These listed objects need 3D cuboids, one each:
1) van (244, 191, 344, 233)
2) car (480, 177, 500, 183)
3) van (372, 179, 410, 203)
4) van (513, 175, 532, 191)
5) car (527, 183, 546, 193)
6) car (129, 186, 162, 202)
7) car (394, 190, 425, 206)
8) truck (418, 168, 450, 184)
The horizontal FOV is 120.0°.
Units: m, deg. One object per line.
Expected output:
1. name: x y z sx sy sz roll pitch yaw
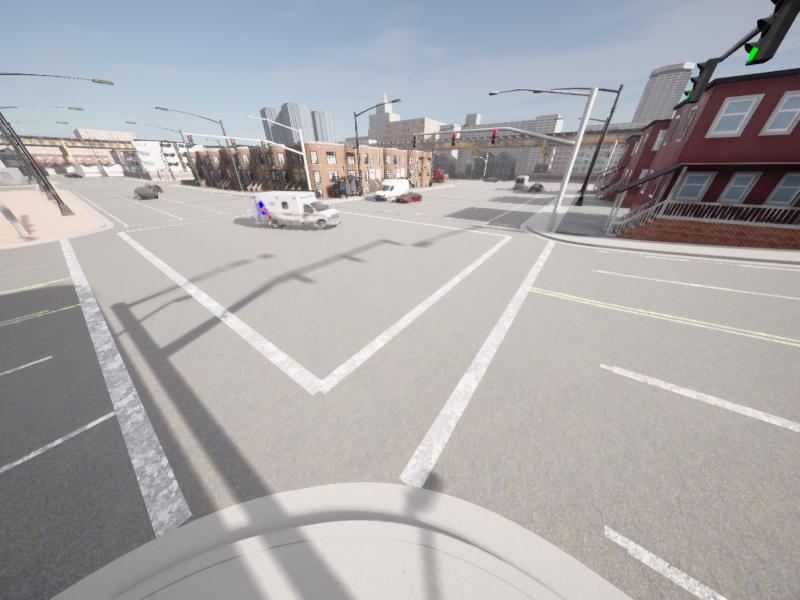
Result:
1. van: -7.849 -6.767 17.593 6.366 2.431 2.351 6 31 11
2. car: 26.384 -35.378 68.063 4.902 1.511 2.128 20 36 31
3. van: -1.093 -15.180 32.054 1.988 2.561 5.915 20 36 31
4. van: 25.605 -24.559 48.299 1.988 2.561 5.915 19 35 29
5. car: 25.446 -20.858 42.982 1.812 1.442 4.674 21 36 32
6. car: -36.434 -15.219 33.018 5.238 1.638 1.930 20 36 31
7. car: 1.257 -13.315 29.992 1.994 1.385 4.181 20 36 31
8. truck: 9.725 -36.000 66.829 8.468 3.827 2.891 20 36 31
